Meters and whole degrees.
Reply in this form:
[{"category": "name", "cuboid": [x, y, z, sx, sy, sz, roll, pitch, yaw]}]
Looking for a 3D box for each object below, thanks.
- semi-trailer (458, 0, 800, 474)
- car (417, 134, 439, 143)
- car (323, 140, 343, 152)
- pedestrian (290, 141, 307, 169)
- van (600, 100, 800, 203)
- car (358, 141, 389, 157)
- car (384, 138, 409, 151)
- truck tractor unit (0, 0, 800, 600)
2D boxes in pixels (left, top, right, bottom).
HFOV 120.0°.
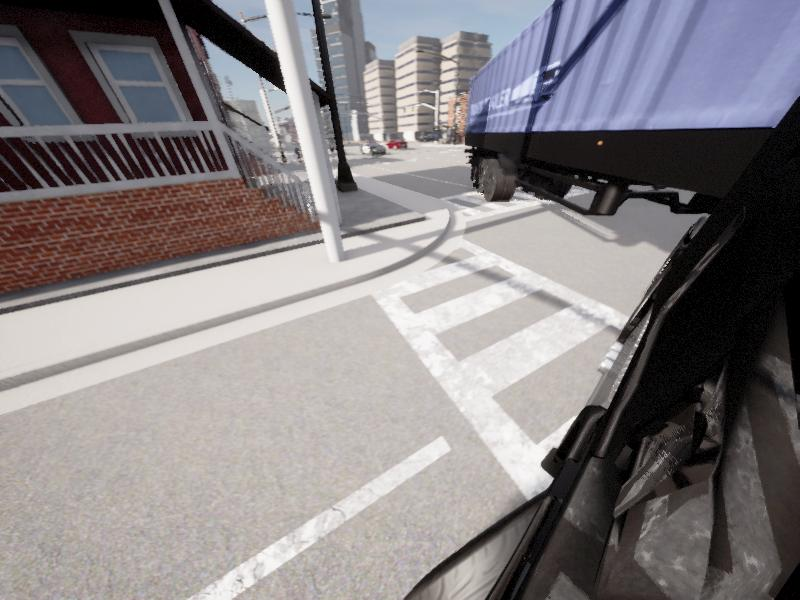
[{"category": "semi-trailer", "cuboid": [4.353, -4.689, 6.113, 2.717, 4.402, 14.254, 0, 36, 3]}, {"category": "car", "cuboid": [6.841, -39.946, 57.121, 5.238, 1.638, 1.930, -20, 39, -21]}, {"category": "car", "cuboid": [-12.757, -29.228, 43.831, 2.242, 1.667, 4.611, -19, 39, -21]}, {"category": "pedestrian", "cuboid": [-8.564, -12.212, 19.472, 0.751, 1.860, 0.751, -16, 38, -17]}, {"category": "van", "cuboid": [11.494, -5.049, 7.765, 2.351, 2.431, 6.366, -28, 43, -30]}, {"category": "car", "cuboid": [-3.459, -19.394, 29.586, 2.038, 1.542, 4.974, -19, 39, -21]}, {"category": "car", "cuboid": [-0.638, -25.067, 37.211, 1.882, 1.535, 5.008, -20, 38, -21]}, {"category": "truck tractor unit", "cuboid": [2.645, -0.295, 0.351, 6.516, 4.208, 3.053, -28, 44, -30]}]
